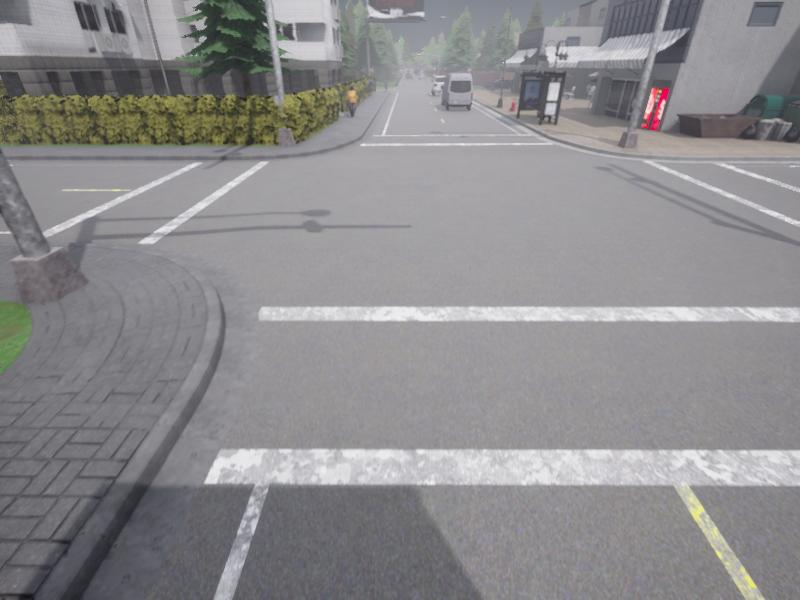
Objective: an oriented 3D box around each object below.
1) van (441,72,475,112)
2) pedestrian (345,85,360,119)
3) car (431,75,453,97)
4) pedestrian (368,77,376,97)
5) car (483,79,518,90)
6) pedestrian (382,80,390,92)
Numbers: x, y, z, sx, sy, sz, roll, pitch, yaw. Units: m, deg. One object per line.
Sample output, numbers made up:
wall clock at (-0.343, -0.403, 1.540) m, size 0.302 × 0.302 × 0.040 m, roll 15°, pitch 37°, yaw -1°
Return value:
van at (4.630, -17.164, 32.821) m, size 1.988 × 2.561 × 5.915 m, roll 0°, pitch 31°, yaw 1°
pedestrian at (-2.968, -12.323, 24.881) m, size 0.751 × 1.860 × 0.751 m, roll -5°, pitch 31°, yaw -9°
car at (4.904, -25.403, 47.391) m, size 2.150 × 2.045 × 5.566 m, roll 1°, pitch 30°, yaw 2°
pedestrian at (-2.940, -22.600, 42.448) m, size 0.751 × 1.860 × 0.751 m, roll 2°, pitch 30°, yaw 3°
car at (15.343, -33.000, 61.225) m, size 4.892 × 1.490 × 1.837 m, roll 1°, pitch 30°, yaw 2°
pedestrian at (-1.759, -27.044, 50.598) m, size 0.751 × 1.300 × 0.751 m, roll 9°, pitch 32°, yaw 15°
